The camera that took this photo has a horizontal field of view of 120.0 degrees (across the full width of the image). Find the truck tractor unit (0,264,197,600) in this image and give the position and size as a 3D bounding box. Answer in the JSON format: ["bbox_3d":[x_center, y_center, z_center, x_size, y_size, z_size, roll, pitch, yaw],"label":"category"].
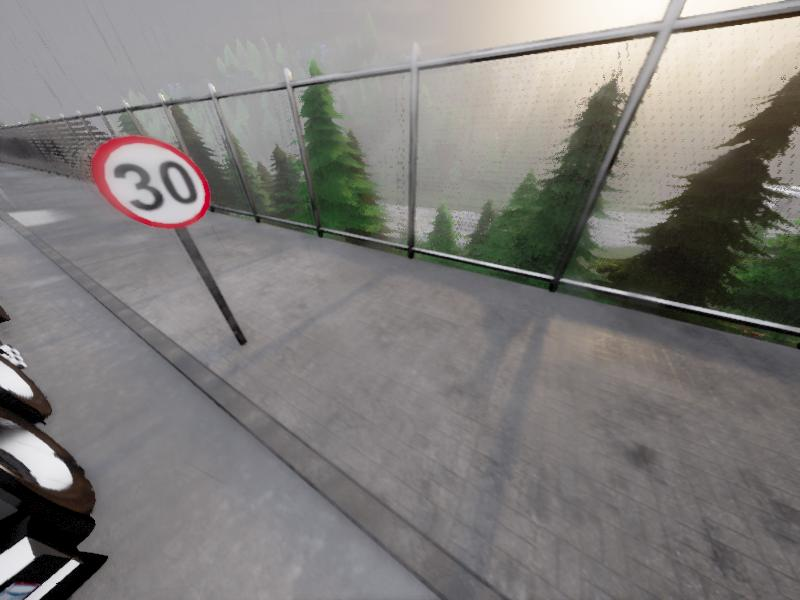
[{"bbox_3d":[-5.110,-0.302,0.776,6.516,4.208,3.053,18,39,24],"label":"truck tractor unit"}]
